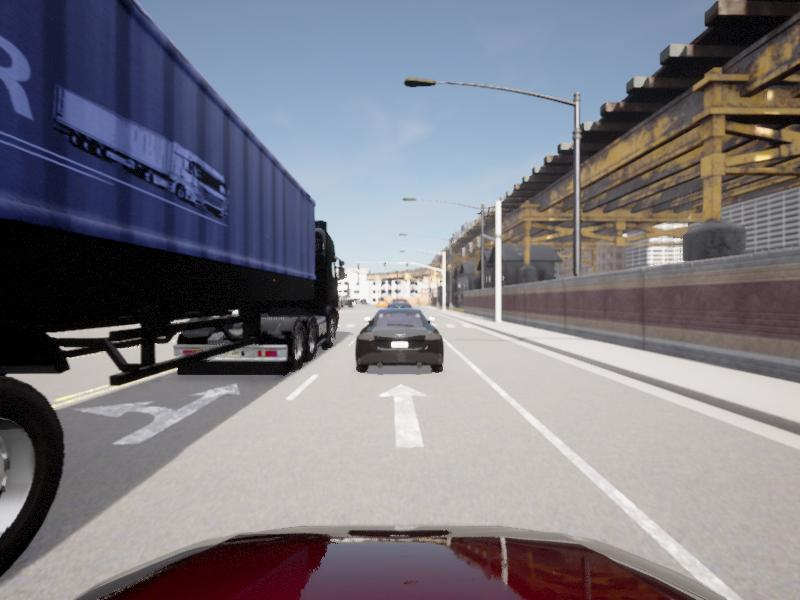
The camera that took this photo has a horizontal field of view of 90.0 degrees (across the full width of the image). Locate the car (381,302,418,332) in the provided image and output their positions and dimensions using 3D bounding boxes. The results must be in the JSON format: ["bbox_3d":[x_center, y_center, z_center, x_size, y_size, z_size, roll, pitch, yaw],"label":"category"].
[{"bbox_3d":[-0.022,0.865,21.861,1.812,1.442,4.674,0,0,0],"label":"car"}]

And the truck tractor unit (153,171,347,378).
[{"bbox_3d":[-3.470,-0.527,11.376,3.053,4.208,6.516,0,0,0],"label":"truck tractor unit"}]

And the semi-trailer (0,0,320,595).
[{"bbox_3d":[-3.497,-0.624,3.459,2.717,4.402,14.254,0,0,0],"label":"semi-trailer"}]

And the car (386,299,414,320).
[{"bbox_3d":[-0.032,0.749,34.131,2.242,1.667,4.611,0,0,0],"label":"car"}]

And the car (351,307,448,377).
[{"bbox_3d":[-0.013,0.904,10.331,1.994,1.385,4.181,0,0,0],"label":"car"}]
